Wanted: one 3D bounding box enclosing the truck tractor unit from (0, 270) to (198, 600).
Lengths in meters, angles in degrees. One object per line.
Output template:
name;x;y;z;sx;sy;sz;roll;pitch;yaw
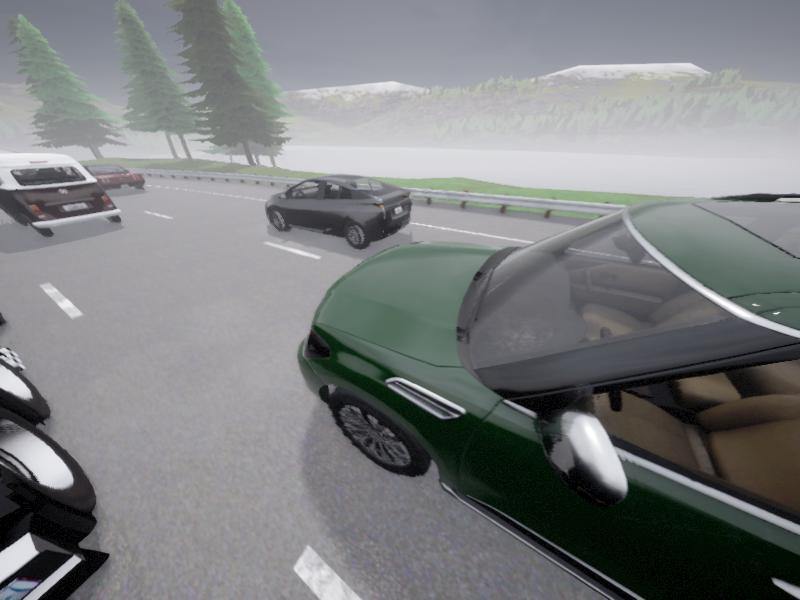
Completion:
truck tractor unit;-5.126;-0.283;0.775;6.516;4.208;3.053;18;39;24

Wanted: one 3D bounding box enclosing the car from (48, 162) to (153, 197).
car;-16.515;-6.760;12.780;4.718;1.301;1.895;14;37;20

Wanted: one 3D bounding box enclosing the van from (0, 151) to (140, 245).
van;-11.233;-3.443;7.302;4.480;2.038;2.069;16;38;22

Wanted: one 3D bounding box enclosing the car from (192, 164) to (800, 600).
car;1.831;0.540;1.426;5.566;2.045;2.150;18;39;25

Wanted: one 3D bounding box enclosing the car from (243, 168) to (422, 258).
car;-1.877;-2.733;6.627;4.514;1.525;2.007;18;39;24

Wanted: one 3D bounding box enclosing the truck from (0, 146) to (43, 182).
truck;-30.986;-10.224;17.214;6.274;2.098;2.390;11;36;16

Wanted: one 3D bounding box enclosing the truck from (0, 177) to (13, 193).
truck;-25.002;-7.035;12.254;5.204;2.467;2.627;13;37;17
